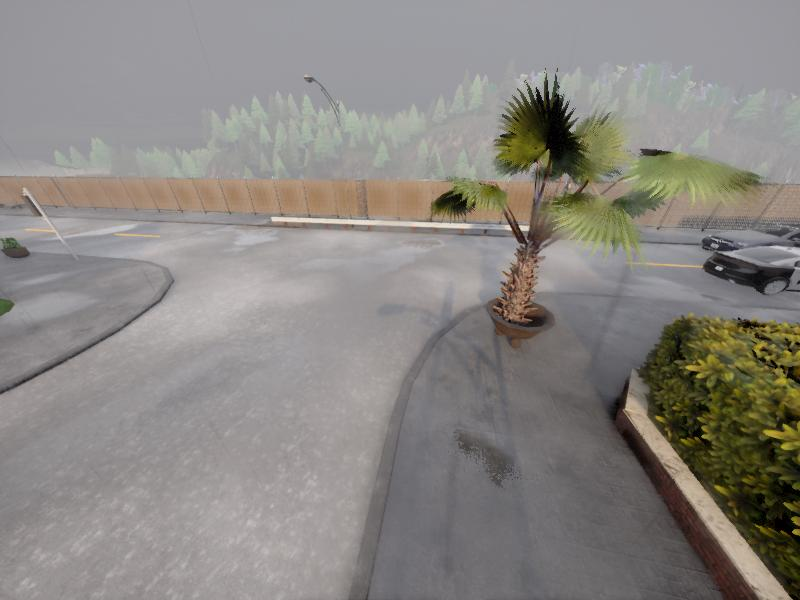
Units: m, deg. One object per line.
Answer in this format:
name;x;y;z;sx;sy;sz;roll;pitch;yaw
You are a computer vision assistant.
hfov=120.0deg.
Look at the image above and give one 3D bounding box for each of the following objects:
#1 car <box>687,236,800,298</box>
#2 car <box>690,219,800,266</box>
car;15.183;-1.193;8.663;5.238;1.638;1.930;5;30;9
car;18.988;-2.889;11.594;5.027;1.651;2.152;5;30;9
